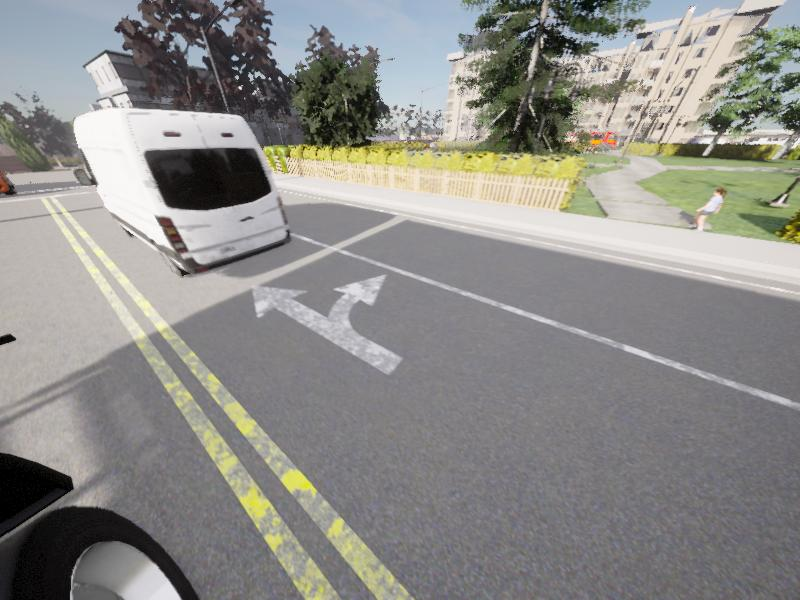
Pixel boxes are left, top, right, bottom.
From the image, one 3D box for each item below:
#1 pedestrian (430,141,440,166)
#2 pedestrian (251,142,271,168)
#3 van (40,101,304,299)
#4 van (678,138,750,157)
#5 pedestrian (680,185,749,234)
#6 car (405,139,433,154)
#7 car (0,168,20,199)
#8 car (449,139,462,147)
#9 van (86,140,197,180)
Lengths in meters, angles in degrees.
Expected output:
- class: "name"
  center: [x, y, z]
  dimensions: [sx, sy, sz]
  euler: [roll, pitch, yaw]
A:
- class: "pedestrian"
  center: [3.125, -13.176, 20.754]
  dimensions: [0.751, 1.860, 0.751]
  euler: [2, 35, 2]
- class: "pedestrian"
  center: [-12.106, -12.664, 20.142]
  dimensions: [0.751, 1.860, 0.751]
  euler: [21, 40, 26]
- class: "van"
  center: [-5.177, -2.523, 5.248]
  dimensions: [5.915, 2.561, 1.988]
  euler: [22, 41, 28]
- class: "van"
  center: [51.592, -25.354, 38.310]
  dimensions: [6.366, 2.431, 2.351]
  euler: [23, 41, 29]
- class: "pedestrian"
  center: [8.322, -2.409, 6.166]
  dimensions: [0.500, 1.100, 0.500]
  euler: [-11, 37, -16]
- class: "car"
  center: [3.281, -26.766, 40.201]
  dimensions: [2.150, 2.045, 5.566]
  euler: [23, 41, 28]
- class: "car"
  center: [-19.150, -5.500, 9.997]
  dimensions: [4.553, 1.767, 2.097]
  euler: [22, 41, 28]
- class: "car"
  center: [14.991, -42.545, 62.615]
  dimensions: [1.789, 1.549, 3.705]
  euler: [-8, 31, -11]
- class: "van"
  center: [-16.800, -9.483, 15.550]
  dimensions: [2.069, 2.038, 4.480]
  euler: [-1, 34, -1]
